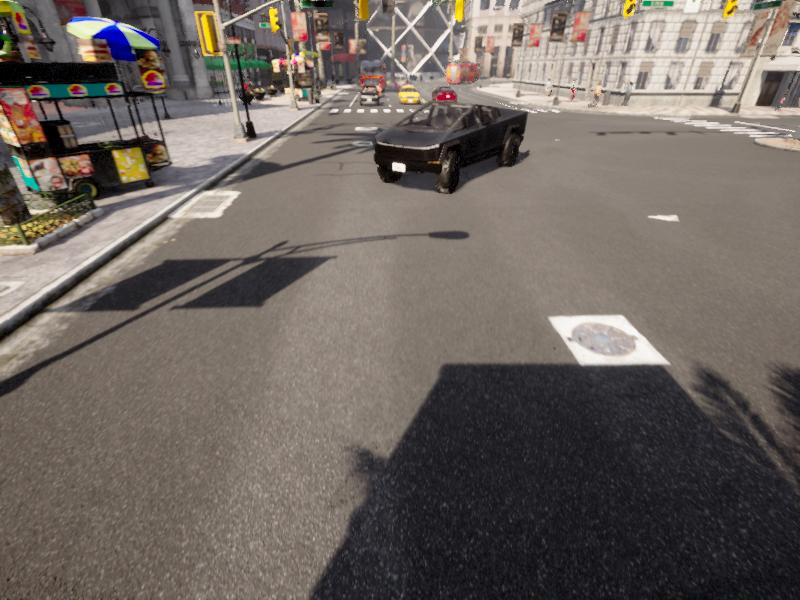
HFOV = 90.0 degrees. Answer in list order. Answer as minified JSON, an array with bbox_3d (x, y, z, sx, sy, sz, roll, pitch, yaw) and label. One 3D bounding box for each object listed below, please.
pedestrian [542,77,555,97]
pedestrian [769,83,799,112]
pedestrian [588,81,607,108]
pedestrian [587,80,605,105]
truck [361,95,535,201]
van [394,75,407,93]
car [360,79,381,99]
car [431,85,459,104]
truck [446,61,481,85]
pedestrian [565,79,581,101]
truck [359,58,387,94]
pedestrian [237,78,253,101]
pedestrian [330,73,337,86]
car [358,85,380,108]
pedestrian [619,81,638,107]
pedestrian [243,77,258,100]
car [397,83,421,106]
[{"bbox_3d":[15.837,-22.710,42.735,0.751,1.860,0.751,-1,30,-2],"label":"pedestrian"},{"bbox_3d":[28.717,-15.165,29.939,0.751,1.860,0.751,8,31,13],"label":"pedestrian"},{"bbox_3d":[15.642,-16.273,31.734,0.751,1.860,0.751,3,30,5],"label":"pedestrian"},{"bbox_3d":[16.783,-17.771,34.302,0.751,1.860,0.751,-1,30,-2],"label":"pedestrian"},{"bbox_3d":[1.802,-5.101,12.651,2.390,2.098,6.274,20,36,31],"label":"truck"},{"bbox_3d":[0.095,-29.267,54.048,1.775,1.987,4.442,1,30,1],"label":"van"},{"bbox_3d":[-3.139,-23.101,43.673,2.097,1.767,4.553,-1,30,-3],"label":"car"},{"bbox_3d":[4.271,-19.809,38.527,1.994,1.385,4.181,-2,30,-3],"label":"car"},{"bbox_3d":[12.299,-43.888,77.302,2.891,3.827,8.468,19,35,30],"label":"truck"},{"bbox_3d":[16.593,-20.156,38.377,0.751,1.860,0.751,-1,30,-2],"label":"pedestrian"},{"bbox_3d":[-3.486,-29.918,53.316,2.891,3.827,8.468,1,30,1],"label":"truck"},{"bbox_3d":[-14.512,-19.705,37.386,0.751,1.860,0.751,17,34,26],"label":"pedestrian"},{"bbox_3d":[-10.814,-35.947,65.155,0.751,1.860,0.751,7,31,11],"label":"pedestrian"},{"bbox_3d":[-2.633,-17.747,34.771,1.789,1.549,3.705,-1,30,-3],"label":"car"},{"bbox_3d":[18.615,-16.805,32.666,0.751,1.860,0.751,7,31,11],"label":"pedestrian"},{"bbox_3d":[-14.178,-20.061,37.992,0.751,1.860,0.751,16,34,25],"label":"pedestrian"},{"bbox_3d":[0.773,-18.836,36.628,1.801,1.575,5.366,-1,30,-3],"label":"car"}]
